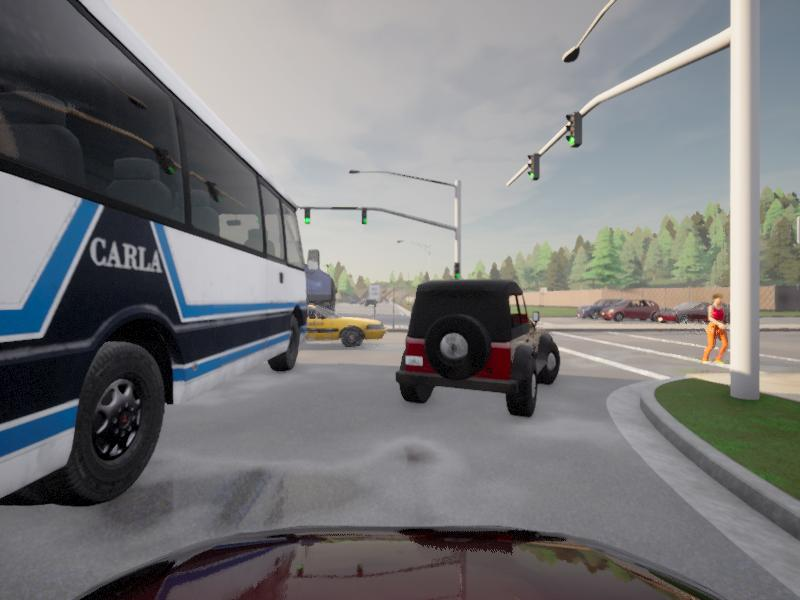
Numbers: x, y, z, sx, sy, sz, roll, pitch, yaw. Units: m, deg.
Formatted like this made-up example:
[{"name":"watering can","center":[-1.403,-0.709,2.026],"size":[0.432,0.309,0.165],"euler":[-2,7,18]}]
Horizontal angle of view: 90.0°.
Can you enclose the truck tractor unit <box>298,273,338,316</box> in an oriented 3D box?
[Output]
[{"name":"truck tractor unit","center":[-8.444,-0.551,42.100],"size":[3.053,4.208,6.516],"euler":[0,0,-2]}]

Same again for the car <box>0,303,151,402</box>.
[{"name":"car","center":[-7.363,0.831,7.754],"size":[2.128,1.511,4.902],"euler":[0,0,-2]}]

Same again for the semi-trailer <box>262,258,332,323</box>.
[{"name":"semi-trailer","center":[-8.181,-0.642,34.187],"size":[2.717,4.402,14.254],"euler":[0,0,-2]}]

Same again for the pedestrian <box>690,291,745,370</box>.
[{"name":"pedestrian","center":[7.771,0.713,9.824],"size":[0.751,1.860,0.751],"euler":[0,0,-9]}]

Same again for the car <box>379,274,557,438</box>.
[{"name":"car","center":[1.434,0.642,6.742],"size":[1.905,1.878,3.866],"euler":[0,0,27]}]

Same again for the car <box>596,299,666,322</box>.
[{"name":"car","center":[16.794,0.769,29.215],"size":[3.988,1.617,1.851],"euler":[0,0,-1]}]

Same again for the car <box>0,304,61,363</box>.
[{"name":"car","center":[-10.928,0.848,9.778],"size":[1.816,1.474,4.193],"euler":[0,0,-2]}]

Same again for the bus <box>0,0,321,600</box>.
[{"name":"bus","center":[-3.907,-0.537,5.376],"size":[3.944,4.253,10.273],"euler":[0,0,-2]}]

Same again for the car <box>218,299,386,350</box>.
[{"name":"car","center":[-3.170,0.797,13.794],"size":[5.366,1.575,1.801],"euler":[-1,0,-1]}]

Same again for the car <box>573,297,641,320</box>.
[{"name":"car","center":[16.841,0.673,32.714],"size":[4.553,1.767,2.097],"euler":[0,0,-1]}]

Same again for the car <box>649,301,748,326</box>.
[{"name":"car","center":[19.094,0.835,25.760],"size":[4.792,1.488,2.163],"euler":[0,0,-1]}]
